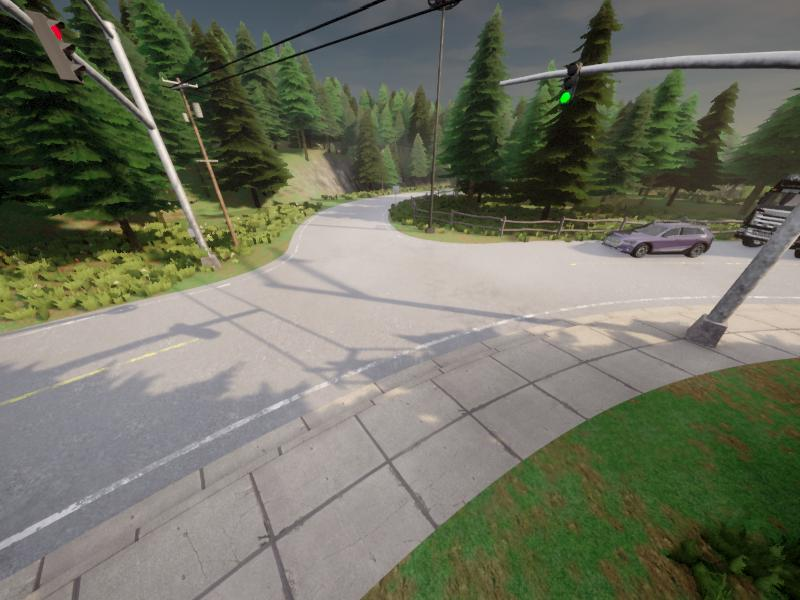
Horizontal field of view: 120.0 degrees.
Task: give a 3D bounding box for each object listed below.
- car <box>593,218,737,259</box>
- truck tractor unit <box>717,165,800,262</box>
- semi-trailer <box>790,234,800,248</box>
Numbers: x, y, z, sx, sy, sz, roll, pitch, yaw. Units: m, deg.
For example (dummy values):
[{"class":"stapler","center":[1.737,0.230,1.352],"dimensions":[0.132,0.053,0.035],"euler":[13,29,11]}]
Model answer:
[{"class":"car","center":[13.963,-3.365,12.511],"dimensions":[4.856,1.649,2.033],"euler":[0,30,0]},{"class":"truck tractor unit","center":[22.726,-4.415,11.743],"dimensions":[6.516,4.208,3.053],"euler":[1,30,1]},{"class":"semi-trailer","center":[30.635,-4.394,11.504],"dimensions":[14.254,4.402,2.717],"euler":[1,30,1]}]
